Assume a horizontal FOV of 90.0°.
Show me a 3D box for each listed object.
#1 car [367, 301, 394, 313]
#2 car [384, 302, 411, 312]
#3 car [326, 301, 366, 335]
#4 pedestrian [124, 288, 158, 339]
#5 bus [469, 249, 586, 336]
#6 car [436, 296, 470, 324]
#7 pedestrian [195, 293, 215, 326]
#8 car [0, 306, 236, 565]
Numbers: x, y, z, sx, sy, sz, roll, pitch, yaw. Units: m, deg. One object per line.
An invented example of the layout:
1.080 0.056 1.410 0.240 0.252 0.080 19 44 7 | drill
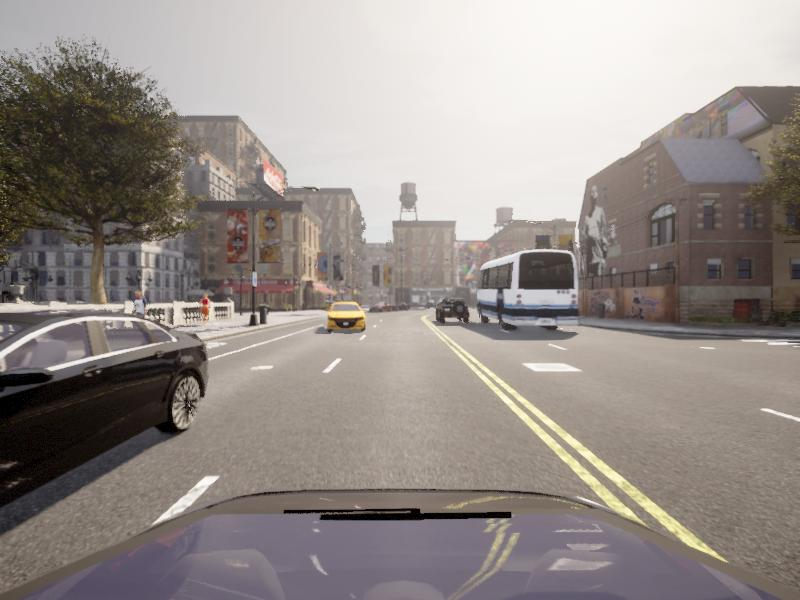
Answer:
-2.512 0.930 53.433 2.002 1.452 4.674 0 0 20 | car
-0.312 1.011 58.725 1.895 1.301 4.718 0 0 30 | car
-2.920 0.850 21.306 1.882 1.535 5.008 0 0 -9 | car
-9.668 0.505 14.942 0.751 1.860 0.751 0 0 6 | pedestrian
7.075 -0.489 24.538 3.944 4.253 10.273 0 2 0 | bus
3.727 0.685 28.919 1.932 1.855 4.605 0 -1 0 | car
-11.027 0.514 22.622 0.751 1.860 0.751 0 0 1 | pedestrian
-3.474 0.841 3.419 2.128 1.511 4.902 0 0 0 | car
